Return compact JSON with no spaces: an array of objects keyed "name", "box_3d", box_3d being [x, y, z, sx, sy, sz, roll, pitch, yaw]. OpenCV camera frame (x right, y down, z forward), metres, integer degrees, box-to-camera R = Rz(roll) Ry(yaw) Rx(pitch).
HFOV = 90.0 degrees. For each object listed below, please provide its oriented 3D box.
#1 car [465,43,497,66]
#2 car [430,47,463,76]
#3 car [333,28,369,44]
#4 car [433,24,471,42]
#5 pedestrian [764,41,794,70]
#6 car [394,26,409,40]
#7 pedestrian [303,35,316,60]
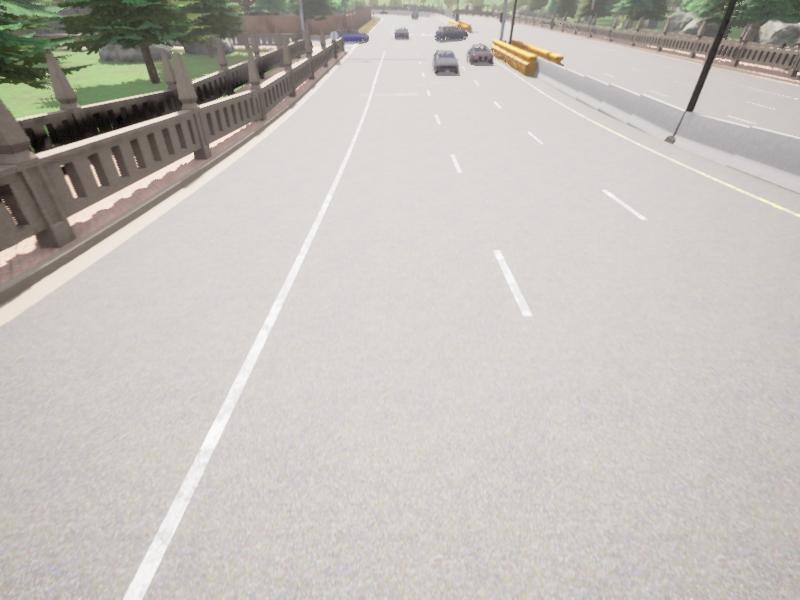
[{"name":"car","box_3d":[7.057,-21.762,35.424,1.994,1.385,4.181,0,37,0]},{"name":"car","box_3d":[3.528,-18.830,31.510,2.033,1.411,5.357,0,37,0]},{"name":"car","box_3d":[-6.284,-34.004,51.545,4.514,1.525,2.007,-3,37,-3]},{"name":"car","box_3d":[7.073,-36.487,54.617,4.553,1.767,2.097,-18,40,-22]},{"name":"pedestrian","box_3d":[29.269,-18.901,30.920,0.751,1.860,0.751,0,37,0]},{"name":"car","box_3d":[0.211,-38.389,57.496,1.994,1.385,4.181,0,37,0]},{"name":"pedestrian","box_3d":[-8.107,-22.629,35.873,0.751,1.860,0.751,1,37,2]}]
